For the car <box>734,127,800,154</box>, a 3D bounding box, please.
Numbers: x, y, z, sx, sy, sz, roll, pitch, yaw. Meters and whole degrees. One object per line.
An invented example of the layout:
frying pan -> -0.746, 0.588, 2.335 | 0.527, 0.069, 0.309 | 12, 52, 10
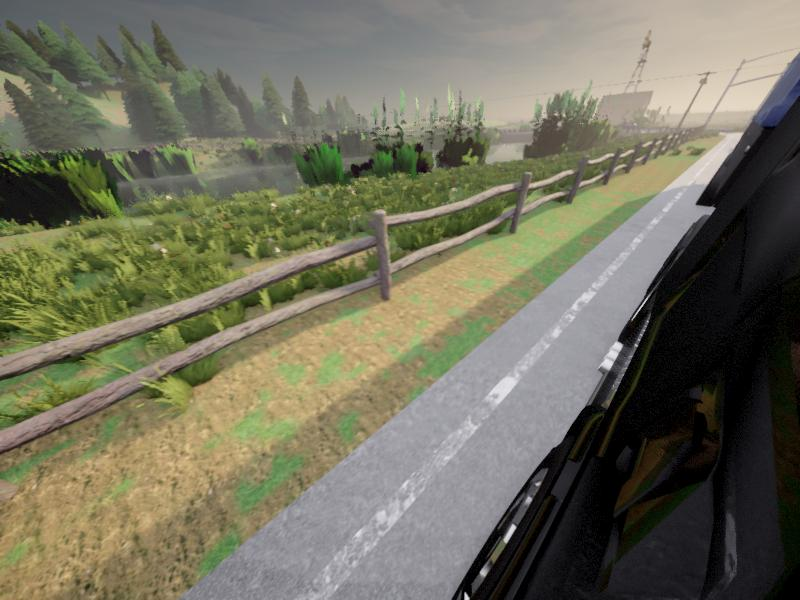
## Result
car -> 26.656, -11.748, 16.922 | 4.181, 1.385, 1.994 | -28, 43, -30

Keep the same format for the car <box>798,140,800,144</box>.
car -> 35.177, -13.512, 18.838 | 5.357, 1.411, 2.033 | -28, 43, -30

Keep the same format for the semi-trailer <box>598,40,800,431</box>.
semi-trailer -> 8.702, -3.577, 4.261 | 14.254, 4.402, 2.717 | -28, 44, -30

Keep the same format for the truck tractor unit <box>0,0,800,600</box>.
truck tractor unit -> 2.645, -0.295, 0.351 | 6.516, 4.208, 3.053 | -28, 44, -30

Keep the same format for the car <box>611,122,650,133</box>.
car -> 42.204, -31.736, 42.432 | 1.812, 1.442, 4.674 | -26, 45, -28
